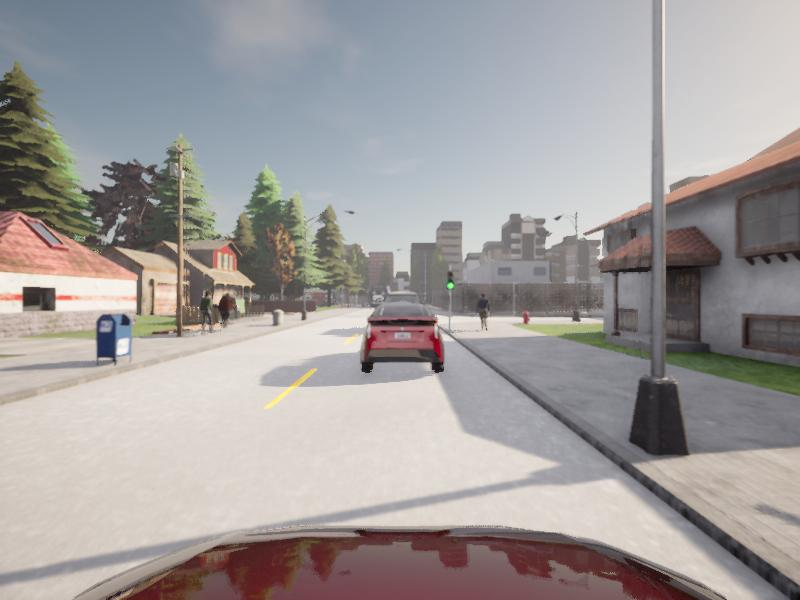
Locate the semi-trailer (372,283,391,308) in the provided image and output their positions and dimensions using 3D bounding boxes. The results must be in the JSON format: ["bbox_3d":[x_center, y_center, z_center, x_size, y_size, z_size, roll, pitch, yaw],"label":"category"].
[{"bbox_3d":[-3.416,-0.759,76.961,2.717,4.402,14.254,0,0,1],"label":"semi-trailer"}]

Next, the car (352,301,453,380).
[{"bbox_3d":[0.061,0.810,10.176,2.007,1.525,4.514,0,0,0],"label":"car"}]

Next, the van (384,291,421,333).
[{"bbox_3d":[0.125,0.560,21.179,1.775,1.987,4.442,0,0,0],"label":"van"}]

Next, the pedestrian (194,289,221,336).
[{"bbox_3d":[-7.872,0.504,16.376,0.751,1.860,0.751,0,0,1],"label":"pedestrian"}]

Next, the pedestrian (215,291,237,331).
[{"bbox_3d":[-8.120,0.499,18.665,0.751,1.860,0.751,0,0,-7],"label":"pedestrian"}]

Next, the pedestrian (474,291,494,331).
[{"bbox_3d":[3.940,0.499,18.824,0.751,1.860,0.751,0,0,-1],"label":"pedestrian"}]

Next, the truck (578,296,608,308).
[{"bbox_3d":[35.433,0.370,73.400,4.478,2.038,2.069,0,0,0],"label":"truck"}]

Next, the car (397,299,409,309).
[{"bbox_3d":[0.460,0.648,67.244,1.930,1.638,5.238,0,0,0],"label":"car"}]

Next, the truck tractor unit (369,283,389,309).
[{"bbox_3d":[-3.569,-0.651,69.050,3.053,4.208,6.516,0,0,1],"label":"truck tractor unit"}]
